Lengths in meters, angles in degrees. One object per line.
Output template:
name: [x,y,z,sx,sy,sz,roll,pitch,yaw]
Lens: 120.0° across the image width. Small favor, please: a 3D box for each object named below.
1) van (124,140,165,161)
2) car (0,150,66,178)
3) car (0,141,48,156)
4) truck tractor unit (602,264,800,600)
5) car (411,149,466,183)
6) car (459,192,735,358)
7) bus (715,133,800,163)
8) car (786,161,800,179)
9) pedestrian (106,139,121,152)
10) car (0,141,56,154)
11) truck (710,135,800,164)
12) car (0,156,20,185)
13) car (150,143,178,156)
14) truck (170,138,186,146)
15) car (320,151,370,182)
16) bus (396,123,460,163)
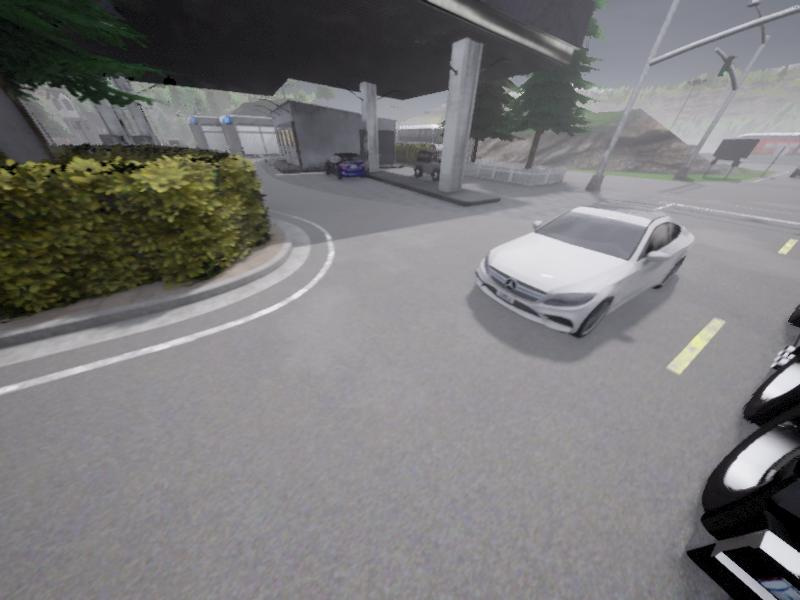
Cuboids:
van: [-32.446,-19.235,29.585,2.069,2.038,4.480,-18,39,-25]
car: [-27.542,-10.062,16.954,1.970,1.475,3.806,-18,39,-24]
car: [-52.448,-20.394,31.023,5.027,1.636,2.152,-18,39,-25]
truck tractor unit: [5.119,-0.292,0.794,6.516,4.208,3.053,-18,39,-24]
car: [2.692,-10.146,17.347,1.905,1.878,3.866,-18,39,-25]
car: [3.586,-0.908,4.252,4.674,1.442,1.812,-17,38,-25]
bus: [68.265,-28.371,42.873,3.944,4.253,10.273,-18,39,-24]
car: [35.295,-11.137,19.405,4.974,1.542,2.038,-18,39,-25]
pedestrian: [-47.614,-25.694,38.430,0.751,1.860,0.751,-18,39,-25]
car: [-54.069,-21.933,33.224,4.514,1.523,2.007,-18,39,-25]
truck: [62.199,-26.406,40.291,2.891,3.827,8.468,-18,39,-24]
car: [-24.397,-6.967,12.424,2.033,1.649,4.856,-18,39,-24]
car: [-37.281,-23.878,36.627,2.007,1.525,4.514,-18,39,-24]
truck: [-71.320,-50.818,74.258,2.390,2.098,6.274,-29,45,-36]
car: [-4.384,-10.593,18.141,2.242,1.667,4.611,-18,39,-25]
bus: [3.536,-23.168,34.045,3.944,4.253,10.273,-17,39,-24]
